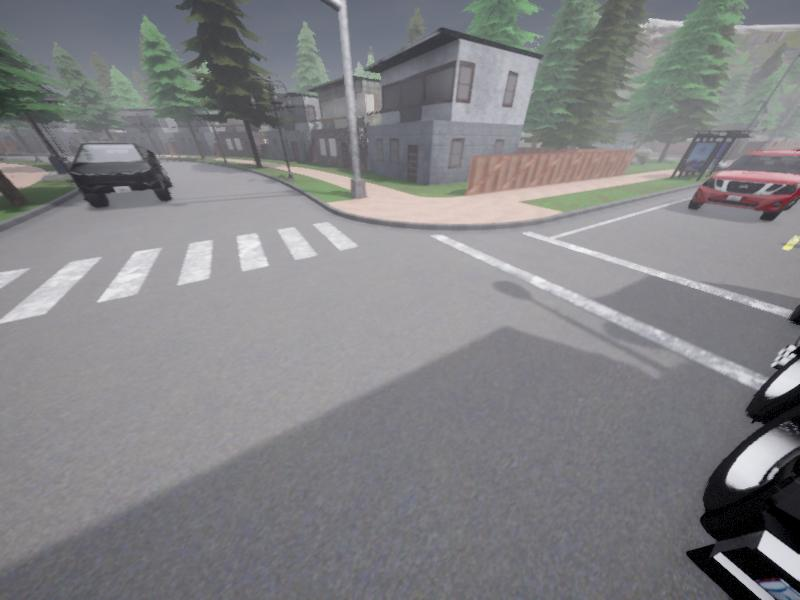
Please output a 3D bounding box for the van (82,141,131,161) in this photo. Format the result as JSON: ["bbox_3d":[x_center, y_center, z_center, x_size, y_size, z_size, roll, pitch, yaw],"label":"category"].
[{"bbox_3d":[-37.463,-19.088,29.499,4.442,1.987,1.775,13,36,18],"label":"van"}]

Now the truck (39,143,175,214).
[{"bbox_3d":[-12.335,-5.830,10.465,2.390,2.098,6.274,-24,42,-31],"label":"truck"}]

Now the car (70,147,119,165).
[{"bbox_3d":[-32.682,-15.481,24.730,3.633,1.501,1.845,16,38,21],"label":"car"}]

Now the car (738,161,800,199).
[{"bbox_3d":[20.919,-6.570,12.454,4.181,1.385,1.994,-18,39,-24],"label":"car"}]

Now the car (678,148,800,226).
[{"bbox_3d":[13.995,-4.597,8.960,5.566,2.045,2.150,-18,39,-24],"label":"car"}]

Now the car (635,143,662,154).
[{"bbox_3d":[50.066,-30.532,46.521,4.605,1.855,1.932,-19,39,-25],"label":"car"}]

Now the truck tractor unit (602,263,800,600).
[{"bbox_3d":[5.108,-0.303,0.787,6.516,4.208,3.053,-18,39,-24],"label":"truck tractor unit"}]
